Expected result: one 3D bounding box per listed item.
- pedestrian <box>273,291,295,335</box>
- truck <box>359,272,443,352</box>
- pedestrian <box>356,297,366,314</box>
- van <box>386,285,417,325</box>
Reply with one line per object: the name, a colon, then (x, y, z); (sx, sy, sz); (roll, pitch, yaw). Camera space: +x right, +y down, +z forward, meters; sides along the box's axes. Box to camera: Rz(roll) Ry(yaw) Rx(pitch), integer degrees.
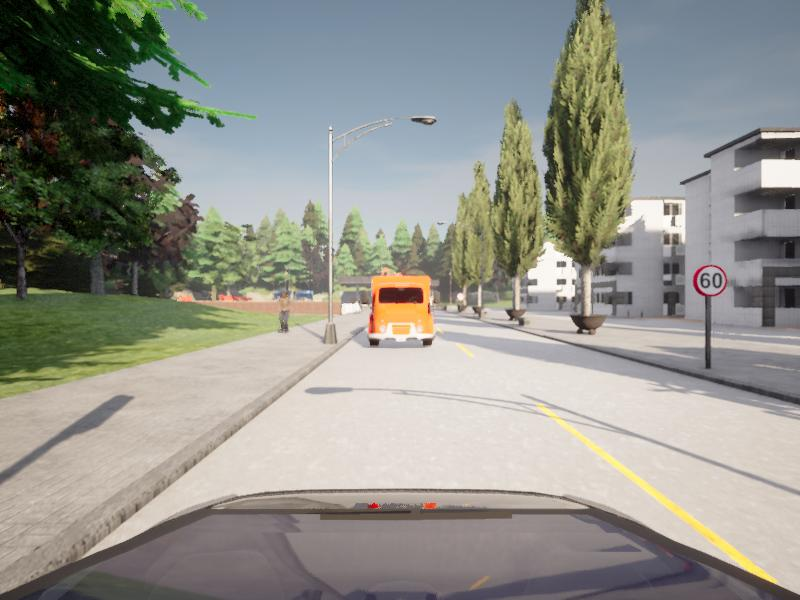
pedestrian: (-5.012, 0.550, 17.312); (0.751, 1.860, 0.751); (0, 0, 1)
truck: (0.040, 0.370, 14.990); (2.627, 2.467, 5.204); (0, 0, 0)
pedestrian: (-4.200, 0.573, 43.034); (0.751, 1.860, 0.751); (0, 0, 22)
van: (0.082, 0.349, 28.638); (1.988, 2.561, 5.915); (0, 0, 0)
